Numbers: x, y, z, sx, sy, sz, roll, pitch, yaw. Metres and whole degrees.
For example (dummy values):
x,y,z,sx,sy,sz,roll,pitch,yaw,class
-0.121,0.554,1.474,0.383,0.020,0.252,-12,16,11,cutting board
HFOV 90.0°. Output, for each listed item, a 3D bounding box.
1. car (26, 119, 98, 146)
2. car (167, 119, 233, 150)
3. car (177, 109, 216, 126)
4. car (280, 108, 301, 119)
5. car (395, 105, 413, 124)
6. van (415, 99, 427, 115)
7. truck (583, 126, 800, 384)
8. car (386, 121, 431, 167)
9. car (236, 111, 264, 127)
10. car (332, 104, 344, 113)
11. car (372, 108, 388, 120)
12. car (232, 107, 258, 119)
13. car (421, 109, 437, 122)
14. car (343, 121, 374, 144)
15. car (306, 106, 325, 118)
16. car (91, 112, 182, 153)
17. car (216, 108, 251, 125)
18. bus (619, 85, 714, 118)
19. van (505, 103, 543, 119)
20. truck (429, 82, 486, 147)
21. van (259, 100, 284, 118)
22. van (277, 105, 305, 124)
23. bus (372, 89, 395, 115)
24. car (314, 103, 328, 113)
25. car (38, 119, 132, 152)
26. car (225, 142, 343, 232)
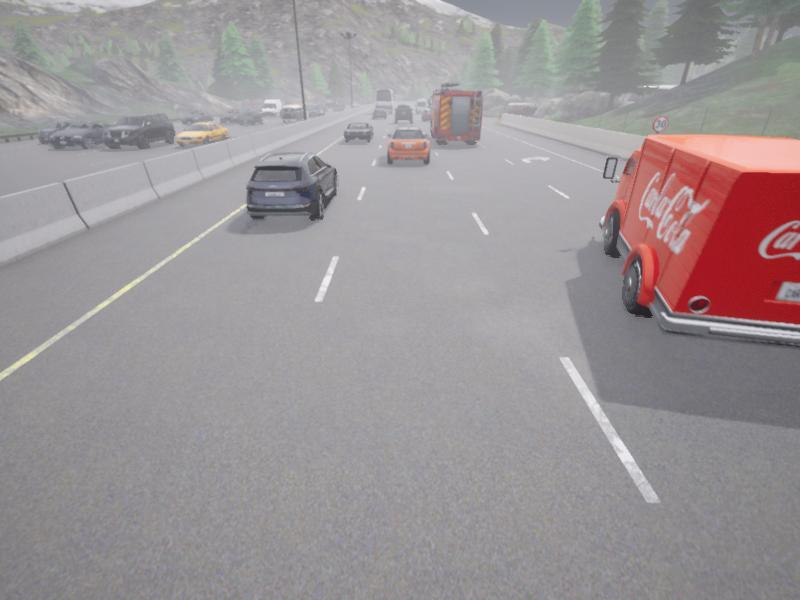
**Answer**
x,y,z,sx,sy,sz,roll,pitch,yaw,class
-24.070,-12.040,28.701,1.845,1.501,3.633,0,27,0,car
-13.571,-11.525,27.614,1.801,1.575,5.366,0,27,0,car
-24.033,-21.685,47.482,2.242,1.667,4.611,0,27,0,car
-17.005,-29.083,62.305,1.994,1.385,4.181,0,27,0,car
0.470,-23.527,50.641,2.150,2.045,5.566,0,27,0,car
4.026,-36.986,76.476,1.988,2.561,5.915,0,27,0,van
5.038,-1.301,6.547,2.627,2.467,5.204,6,28,13,truck
0.416,-8.277,20.981,2.097,1.767,4.553,0,27,0,car
-17.037,-20.682,45.638,1.789,1.549,3.705,0,26,0,car
-13.458,-41.663,86.931,2.007,1.525,4.514,0,27,0,car
-3.009,-28.187,60.426,2.163,1.488,4.792,0,27,0,car
-24.005,-29.105,62.302,2.128,1.511,4.902,0,27,0,car
3.981,-25.555,55.250,1.970,1.475,3.806,0,27,0,car
-3.066,-12.828,30.472,1.895,1.301,4.718,0,27,0,car
-13.502,-30.250,64.370,2.038,1.542,4.974,0,27,0,car
-17.073,-11.173,26.411,2.150,2.045,5.566,0,27,0,car
-20.529,-22.763,49.594,2.242,1.667,4.611,0,27,0,car
38.677,-29.007,58.474,10.273,4.253,3.944,0,27,1,bus
17.306,-26.585,56.189,4.480,2.038,2.069,0,27,1,van
3.938,-13.822,29.625,2.891,3.827,8.468,0,27,0,truck
-20.506,-30.708,64.188,1.988,2.561,5.915,0,27,0,van
-13.528,-23.178,49.995,2.069,2.038,4.480,0,27,0,van
-3.096,-38.747,78.097,3.944,4.253,10.273,0,27,0,bus
-16.961,-41.239,85.737,2.097,1.767,4.553,0,27,0,car
-20.572,-10.993,26.534,2.152,1.651,5.027,0,27,0,car
-3.101,-3.578,11.943,2.033,1.649,4.856,0,27,0,car
